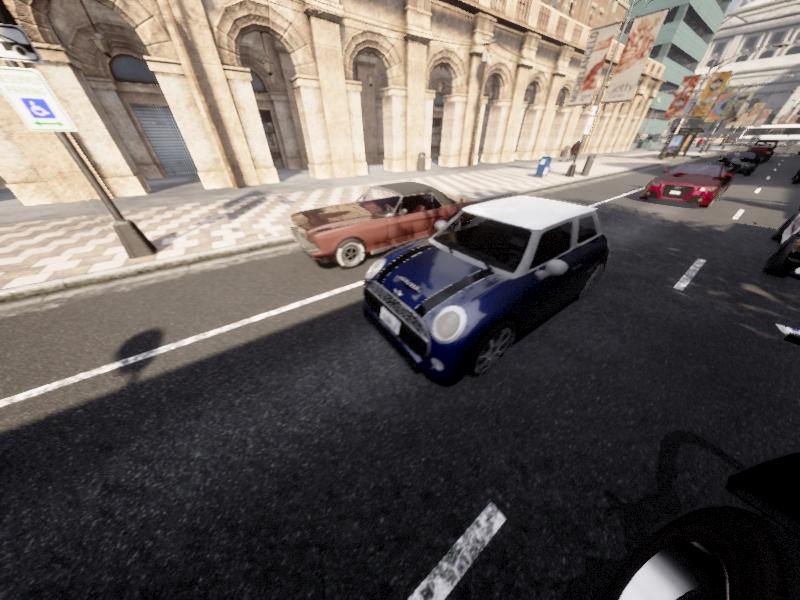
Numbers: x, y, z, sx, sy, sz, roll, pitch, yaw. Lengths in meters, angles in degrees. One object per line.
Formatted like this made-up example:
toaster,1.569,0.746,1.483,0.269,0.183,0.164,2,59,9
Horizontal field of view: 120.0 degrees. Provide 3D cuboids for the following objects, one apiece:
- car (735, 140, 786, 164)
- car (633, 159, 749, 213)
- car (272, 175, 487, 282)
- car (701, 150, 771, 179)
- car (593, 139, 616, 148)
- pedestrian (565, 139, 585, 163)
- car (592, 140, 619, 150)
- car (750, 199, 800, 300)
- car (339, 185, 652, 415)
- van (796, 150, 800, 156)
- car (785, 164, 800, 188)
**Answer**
car,36.032,-14.910,23.133,3.866,1.878,1.905,-22,41,-28
car,11.918,-4.825,9.471,4.181,1.385,1.994,-22,41,-28
car,-0.252,-2.107,5.766,4.718,1.301,1.895,-22,41,-28
car,23.096,-9.400,15.873,4.181,1.385,1.994,-22,41,-28
car,46.649,-35.725,52.695,4.902,1.511,2.128,-22,41,-28
pedestrian,16.741,-14.284,22.117,0.751,1.860,0.751,-25,42,-31
car,39.555,-29.876,44.524,4.786,1.482,2.161,-22,41,-28
car,9.035,-1.245,4.274,4.974,1.542,2.038,-22,41,-28
car,1.395,-0.562,3.414,3.806,1.475,1.970,-22,41,-28
van,54.732,-20.378,30.180,5.915,2.561,1.988,-22,41,-28
car,23.455,-7.093,12.576,5.357,1.411,2.033,-22,41,-28
